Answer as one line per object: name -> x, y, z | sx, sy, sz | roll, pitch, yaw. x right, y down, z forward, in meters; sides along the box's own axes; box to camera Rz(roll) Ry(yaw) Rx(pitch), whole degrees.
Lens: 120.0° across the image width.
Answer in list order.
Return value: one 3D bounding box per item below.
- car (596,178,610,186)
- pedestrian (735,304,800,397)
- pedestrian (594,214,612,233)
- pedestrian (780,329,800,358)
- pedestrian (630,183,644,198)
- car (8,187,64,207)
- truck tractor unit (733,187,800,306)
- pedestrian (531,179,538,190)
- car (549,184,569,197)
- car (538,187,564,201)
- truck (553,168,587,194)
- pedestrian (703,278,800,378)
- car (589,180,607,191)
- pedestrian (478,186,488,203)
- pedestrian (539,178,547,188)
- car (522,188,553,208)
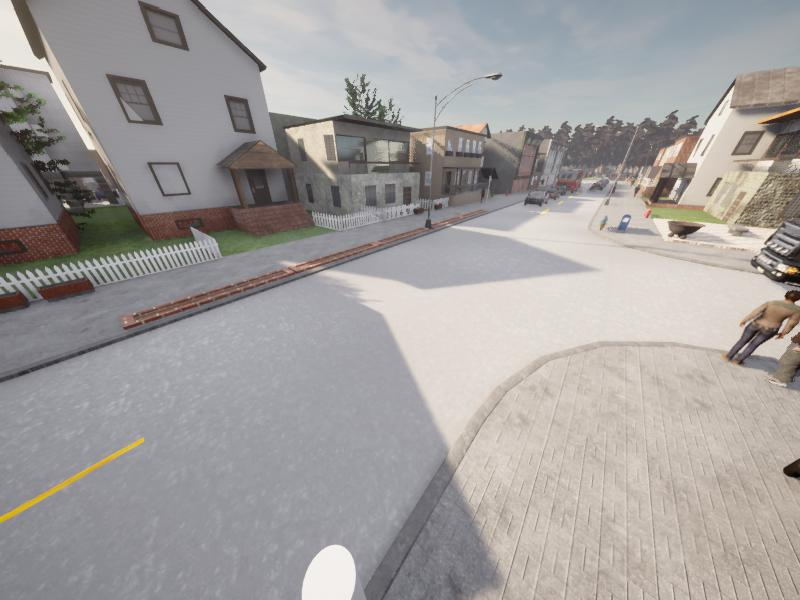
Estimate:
car -> 50.668, -29.400, 57.534 | 2.033, 1.411, 5.357 | 23, 37, 34
pedestrian -> 7.842, 0.885, 4.357 | 0.751, 1.860, 0.751 | -2, 30, -3
pedestrian -> 13.713, -5.196, 15.631 | 0.500, 1.100, 0.500 | 16, 34, 26
pedestrian -> 9.970, 0.615, 5.032 | 0.751, 1.860, 0.751 | 5, 30, 8
pedestrian -> 34.333, -15.920, 33.462 | 0.751, 1.860, 0.751 | 23, 37, 34
car -> -43.673, -12.532, 27.911 | 2.242, 1.667, 4.611 | -23, 37, -34
truck tractor unit -> 16.074, -1.402, 6.209 | 6.516, 4.208, 3.053 | 23, 37, 34
pedestrian -> 25.490, -21.899, 43.819 | 0.751, 1.860, 0.751 | 17, 34, 27
car -> 25.445, -17.570, 36.884 | 1.789, 1.549, 3.705 | 23, 37, 34
car -> 21.579, -15.203, 32.970 | 1.994, 1.385, 4.181 | 23, 37, 34
truck -> 30.933, -21.820, 41.975 | 2.891, 3.827, 8.468 | 23, 37, 34
pedestrian -> 7.647, 0.595, 4.860 | 0.751, 1.860, 0.751 | -16, 34, -26
car -> 39.547, -22.838, 46.033 | 2.038, 1.542, 4.974 | 23, 37, 34
pedestrian -> 10.123, -12.907, 28.243 | 0.751, 1.860, 0.751 | 12, 32, 20
pedestrian -> 30.133, -24.692, 48.656 | 0.751, 1.860, 0.751 | 21, 36, 31
car -> 16.653, -12.450, 27.928 | 1.930, 1.638, 5.238 | 22, 37, 33
